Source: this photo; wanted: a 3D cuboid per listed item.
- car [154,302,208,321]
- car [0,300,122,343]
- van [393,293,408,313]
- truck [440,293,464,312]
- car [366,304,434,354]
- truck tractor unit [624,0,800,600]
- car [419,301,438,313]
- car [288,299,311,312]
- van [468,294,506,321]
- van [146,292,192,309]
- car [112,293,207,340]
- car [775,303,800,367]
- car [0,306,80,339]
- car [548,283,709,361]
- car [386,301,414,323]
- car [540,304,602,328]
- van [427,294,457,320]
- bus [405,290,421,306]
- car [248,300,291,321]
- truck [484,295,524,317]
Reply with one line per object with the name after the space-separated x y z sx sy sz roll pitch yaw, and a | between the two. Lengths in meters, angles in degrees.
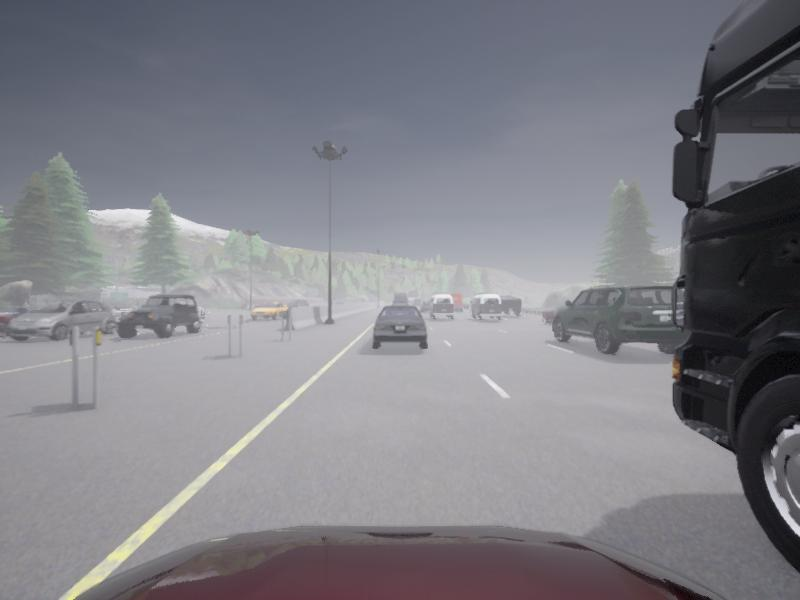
-17.494 0.880 32.245 1.812 1.442 4.674 0 0 0 | car
-14.000 0.793 16.826 1.851 1.617 3.988 0 0 0 | car
0.062 0.340 54.450 1.988 2.561 5.915 0 0 -1 | van
7.008 0.359 54.439 2.627 2.467 5.204 0 -1 0 | truck
0.004 0.899 14.673 2.033 1.411 5.357 0 0 0 | car
3.509 -0.528 0.262 3.053 4.208 6.516 0 0 0 | truck tractor unit
3.509 0.851 50.058 2.128 1.511 4.902 0 0 0 | car
-13.990 0.711 55.936 2.097 1.767 4.553 0 0 0 | car
7.006 0.581 32.654 2.069 2.038 4.480 0 0 0 | van
-34.814 0.123 60.405 5.915 2.561 1.988 0 0 0 | van
-10.496 0.651 17.837 1.905 1.878 3.866 0 0 0 | car
10.502 0.831 7.870 2.007 1.525 4.514 0 0 0 | car
-17.497 0.949 18.312 1.895 1.301 4.718 0 0 0 | car
7.005 0.574 13.239 2.150 2.045 5.566 0 0 0 | car
0.006 0.842 31.458 2.038 1.542 4.974 0 1 0 | car
10.505 0.952 25.022 1.895 1.301 4.718 0 0 0 | car
3.517 0.580 34.288 2.069 2.038 4.480 0 0 0 | van
3.397 -0.505 109.479 3.944 4.253 10.273 0 0 0 | bus
-10.494 0.811 32.599 1.801 1.575 5.366 0 0 0 | car
10.507 0.555 41.036 2.390 2.098 6.274 0 0 0 | truck
